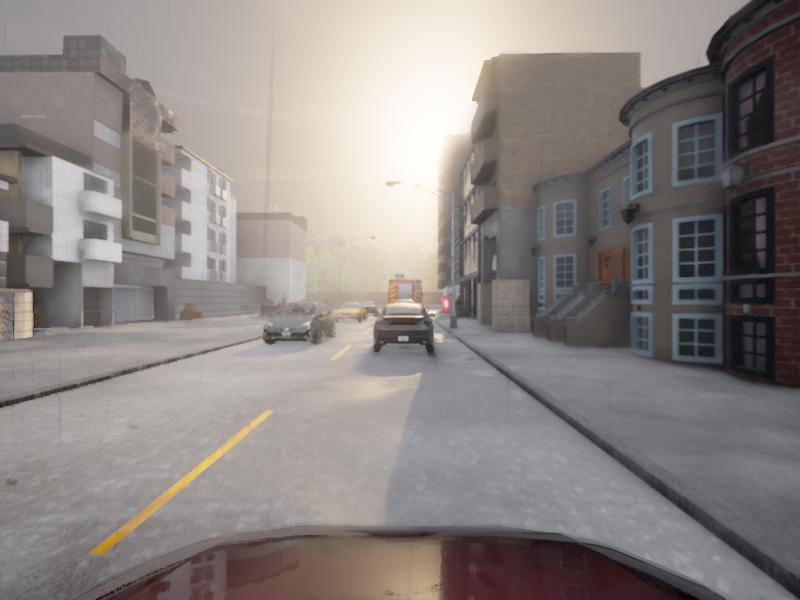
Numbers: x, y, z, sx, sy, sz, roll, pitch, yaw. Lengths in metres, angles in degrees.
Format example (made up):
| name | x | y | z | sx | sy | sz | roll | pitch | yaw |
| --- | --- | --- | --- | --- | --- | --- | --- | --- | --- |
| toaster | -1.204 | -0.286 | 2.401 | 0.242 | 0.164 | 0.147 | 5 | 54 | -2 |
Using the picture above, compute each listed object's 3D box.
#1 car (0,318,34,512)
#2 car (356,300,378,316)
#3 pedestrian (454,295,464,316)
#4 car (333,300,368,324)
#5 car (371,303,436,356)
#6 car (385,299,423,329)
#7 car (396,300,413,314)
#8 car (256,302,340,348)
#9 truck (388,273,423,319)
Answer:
| name | x | y | z | sx | sy | sz | roll | pitch | yaw |
| --- | --- | --- | --- | --- | --- | --- | --- | --- | --- |
| car | -3.937 | 0.871 | 0.945 | 1.812 | 1.442 | 4.674 | 0 | 0 | 1 |
| car | -3.437 | 0.786 | 42.751 | 1.930 | 1.638 | 5.238 | 0 | 0 | 1 |
| pedestrian | 5.273 | 0.524 | 35.865 | 0.751 | 1.860 | 0.751 | 0 | 0 | 0 |
| car | -3.546 | 0.811 | 29.416 | 1.801 | 1.575 | 5.366 | 0 | 0 | 1 |
| car | 0.148 | 0.849 | 13.752 | 1.837 | 1.490 | 4.892 | 0 | 0 | 1 |
| car | 0.285 | 0.789 | 25.199 | 2.152 | 1.651 | 5.027 | 0 | 0 | 1 |
| car | 0.572 | 0.794 | 48.512 | 2.033 | 1.649 | 4.856 | 0 | 0 | 1 |
| car | -3.719 | 0.835 | 15.520 | 2.007 | 1.525 | 4.514 | 0 | 0 | 1 |
| truck | 0.469 | -0.308 | 37.358 | 2.891 | 3.827 | 8.468 | 0 | 0 | 1 |
